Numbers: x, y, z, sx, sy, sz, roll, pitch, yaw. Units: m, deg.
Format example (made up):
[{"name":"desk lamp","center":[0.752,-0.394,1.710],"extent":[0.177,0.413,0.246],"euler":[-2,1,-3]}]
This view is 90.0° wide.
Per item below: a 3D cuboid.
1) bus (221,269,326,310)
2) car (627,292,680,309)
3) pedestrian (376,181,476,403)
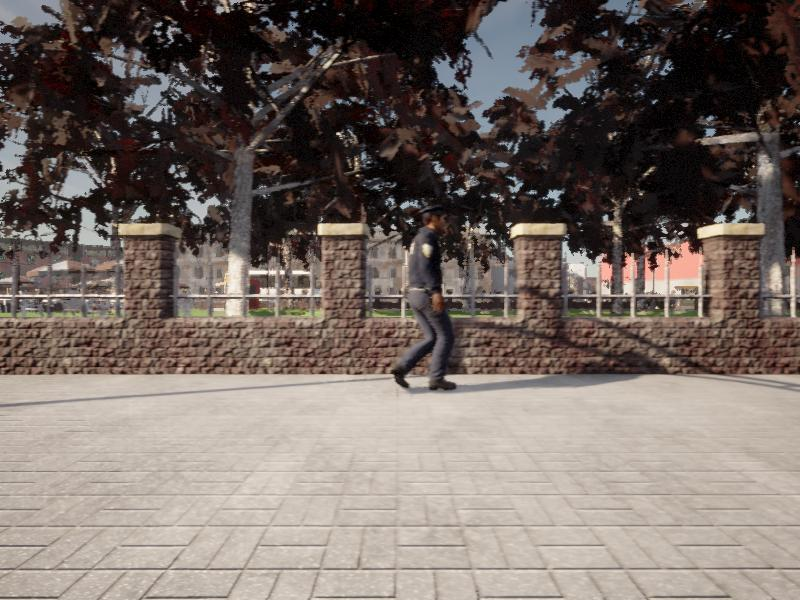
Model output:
[{"name":"bus","center":[-13.641,-1.136,44.054],"extent":[10.273,4.253,3.944],"euler":[0,0,0]},{"name":"car","center":[27.816,0.060,44.052],"extent":[4.605,1.855,1.932],"euler":[0,0,0]},{"name":"pedestrian","center":[0.216,-0.066,3.802],"extent":[0.751,1.860,0.751],"euler":[0,0,-14]}]
